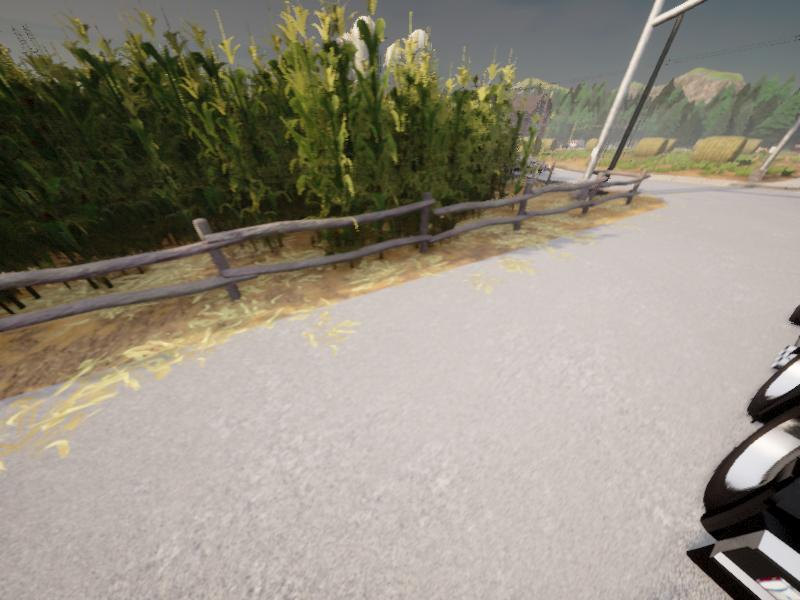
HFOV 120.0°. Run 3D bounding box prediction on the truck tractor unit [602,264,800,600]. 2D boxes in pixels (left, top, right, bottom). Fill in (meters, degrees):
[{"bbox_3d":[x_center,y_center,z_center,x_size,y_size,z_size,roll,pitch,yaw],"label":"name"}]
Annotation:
[{"bbox_3d":[5.114,-0.296,0.790,6.516,4.208,3.053,-18,39,-24],"label":"truck tractor unit"}]
